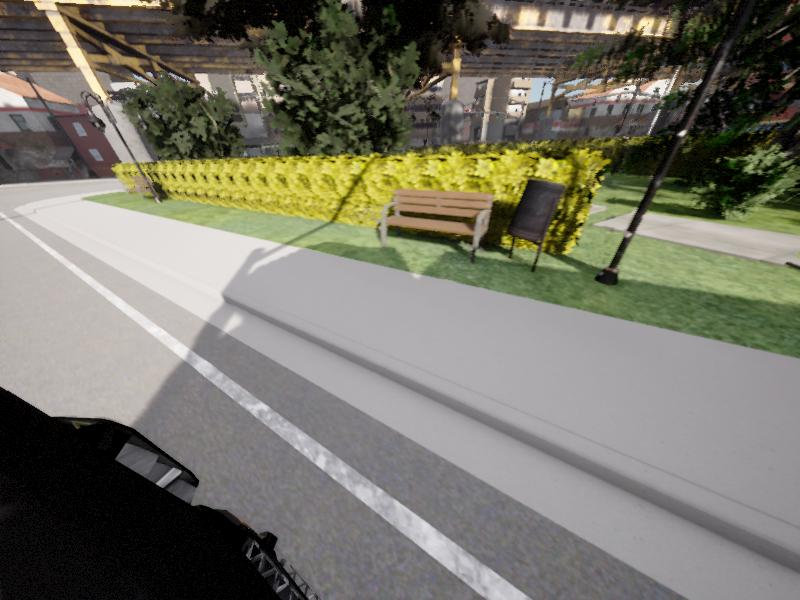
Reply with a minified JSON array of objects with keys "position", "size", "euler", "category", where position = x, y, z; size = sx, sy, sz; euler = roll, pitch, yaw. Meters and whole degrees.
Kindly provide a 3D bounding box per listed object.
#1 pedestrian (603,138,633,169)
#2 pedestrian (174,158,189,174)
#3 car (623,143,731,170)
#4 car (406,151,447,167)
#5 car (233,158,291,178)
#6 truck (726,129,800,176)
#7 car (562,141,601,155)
[{"position":[16.228,-10.929,17.254],"size":[0.751,1.860,0.751],"euler":[-9,34,-9],"category":"pedestrian"},{"position":[-32.082,-19.646,33.891],"size":[0.751,1.860,0.751],"euler":[-13,35,-16],"category":"pedestrian"},{"position":[21.012,-11.188,17.952],"size":[2.163,1.488,4.792],"euler":[-10,34,-11],"category":"car"},{"position":[3.440,-18.663,30.445],"size":[4.974,1.542,2.038],"euler":[-10,34,-11],"category":"car"},{"position":[-15.700,-15.318,26.690],"size":[5.238,1.638,1.930],"euler":[-10,34,-11],"category":"car"},{"position":[22.802,-7.628,11.900],"size":[2.390,2.098,6.274],"euler":[-10,34,-10],"category":"truck"},{"position":[30.342,-25.475,38.665],"size":[5.238,1.638,1.930],"euler":[-10,34,-11],"category":"car"}]
